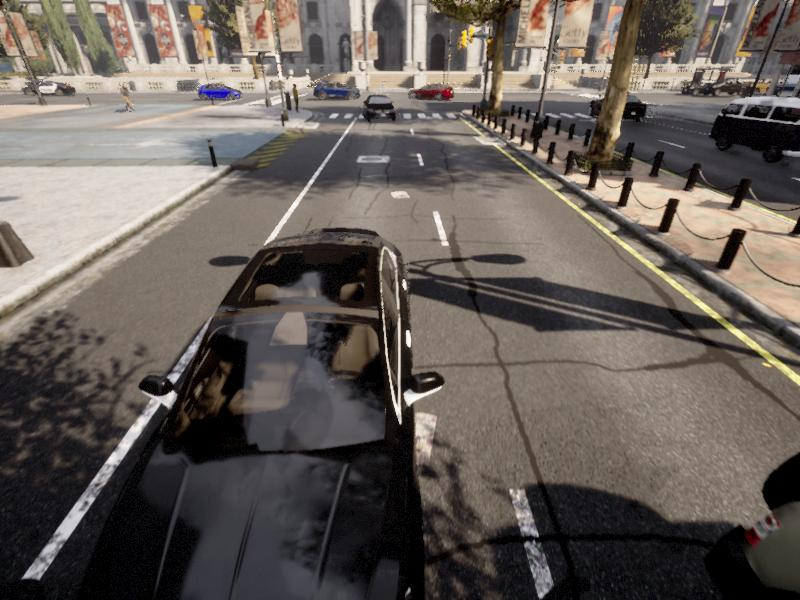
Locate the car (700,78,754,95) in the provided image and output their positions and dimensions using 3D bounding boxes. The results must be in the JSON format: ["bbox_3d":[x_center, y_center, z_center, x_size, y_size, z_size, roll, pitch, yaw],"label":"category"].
[{"bbox_3d":[35.889,-23.533,44.051,3.988,1.617,1.851,0,30,-1],"label":"car"}]

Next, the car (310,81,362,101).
[{"bbox_3d":[-6.418,-21.286,40.770,4.856,1.649,2.033,0,30,0],"label":"car"}]

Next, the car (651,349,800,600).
[{"bbox_3d":[2.751,2.206,0.355,1.932,1.855,4.605,0,31,-1],"label":"car"}]

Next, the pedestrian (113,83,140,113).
[{"bbox_3d":[-19.081,-14.132,27.968,0.751,1.860,0.751,4,31,8],"label":"pedestrian"}]

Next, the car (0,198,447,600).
[{"bbox_3d":[-0.795,0.500,3.663,1.837,1.490,4.892,0,30,-1],"label":"car"}]

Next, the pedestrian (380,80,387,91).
[{"bbox_3d":[-2.126,-27.751,51.790,0.751,1.300,0.751,1,30,2],"label":"pedestrian"}]

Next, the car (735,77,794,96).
[{"bbox_3d":[42.946,-25.214,47.210,4.605,1.855,1.932,0,30,-1],"label":"car"}]

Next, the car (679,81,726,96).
[{"bbox_3d":[35.641,-25.014,47.233,3.806,1.475,1.970,0,30,-1],"label":"car"}]

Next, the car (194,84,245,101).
[{"bbox_3d":[-18.276,-21.151,40.695,4.193,1.474,1.816,0,30,-1],"label":"car"}]

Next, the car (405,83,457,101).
[{"bbox_3d":[3.173,-21.357,41.030,4.792,1.488,2.163,18,35,27],"label":"car"}]

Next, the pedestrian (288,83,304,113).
[{"bbox_3d":[-7.234,-14.092,27.894,0.751,1.860,0.751,-1,30,-2],"label":"pedestrian"}]

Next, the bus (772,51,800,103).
[{"bbox_3d":[42.663,-20.999,37.646,10.273,4.253,3.944,0,30,-1],"label":"bus"}]

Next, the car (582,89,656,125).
[{"bbox_3d":[13.887,-12.551,25.816,1.930,1.638,5.238,1,30,1],"label":"car"}]

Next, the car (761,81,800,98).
[{"bbox_3d":[42.806,-23.313,44.266,3.633,1.501,1.845,0,30,-1],"label":"car"}]

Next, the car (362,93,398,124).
[{"bbox_3d":[-1.358,-12.524,25.972,1.812,1.442,4.674,-4,30,-7],"label":"car"}]

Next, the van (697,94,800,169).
[{"bbox_3d":[14.005,-6.443,14.970,2.069,2.038,4.480,0,30,-1],"label":"van"}]

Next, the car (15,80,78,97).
[{"bbox_3d":[-40.862,-24.531,46.370,4.974,1.542,2.038,-4,31,-6],"label":"car"}]

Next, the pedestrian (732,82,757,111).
[{"bbox_3d":[24.926,-14.732,28.971,0.751,1.860,0.751,23,37,34],"label":"pedestrian"}]
